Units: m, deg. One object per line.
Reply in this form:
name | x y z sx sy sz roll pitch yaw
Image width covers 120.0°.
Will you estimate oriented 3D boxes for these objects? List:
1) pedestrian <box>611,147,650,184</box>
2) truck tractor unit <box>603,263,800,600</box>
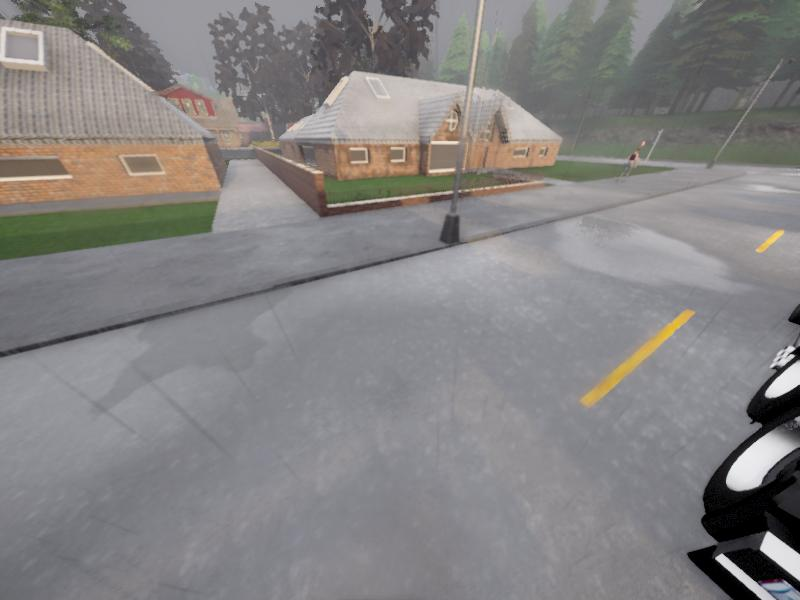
pedestrian | 13.927 -8.167 13.991 0.751 1.860 0.751 -16 38 -22
truck tractor unit | 5.115 -0.294 0.800 6.516 4.208 3.053 -18 39 -25
